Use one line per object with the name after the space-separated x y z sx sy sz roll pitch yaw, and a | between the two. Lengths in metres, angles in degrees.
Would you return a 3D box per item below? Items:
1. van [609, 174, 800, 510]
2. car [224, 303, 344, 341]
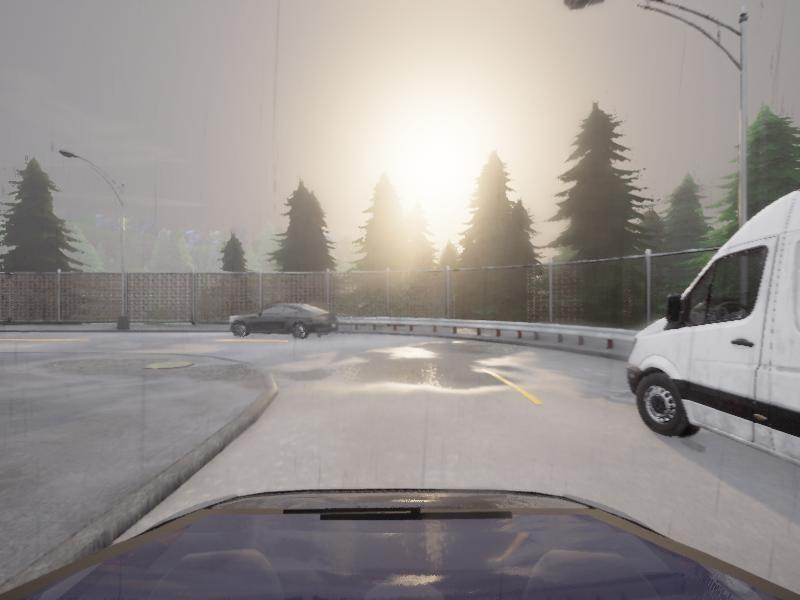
4.052 0.322 2.785 1.988 2.561 5.915 0 0 -1 | van
-4.884 0.869 16.895 4.674 1.442 1.812 0 -1 19 | car
